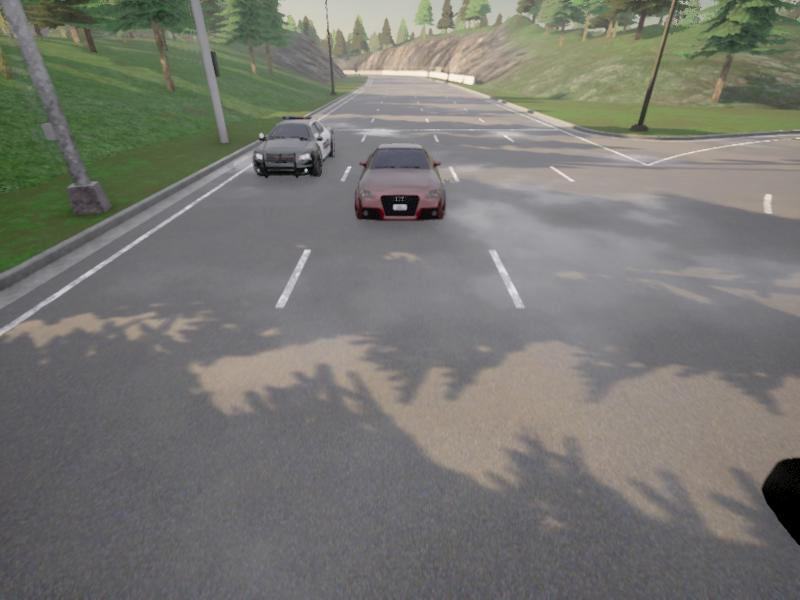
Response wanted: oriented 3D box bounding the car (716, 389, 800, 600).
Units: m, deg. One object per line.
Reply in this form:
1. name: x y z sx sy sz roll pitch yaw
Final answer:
1. car: 3.502 2.270 0.605 2.038 1.542 4.974 0 30 0

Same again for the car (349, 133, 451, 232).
1. car: 0.001 -3.084 9.906 1.994 1.385 4.181 0 30 0

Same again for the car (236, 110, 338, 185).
1. car: -3.501 -5.328 13.574 2.038 1.542 4.974 0 31 0
